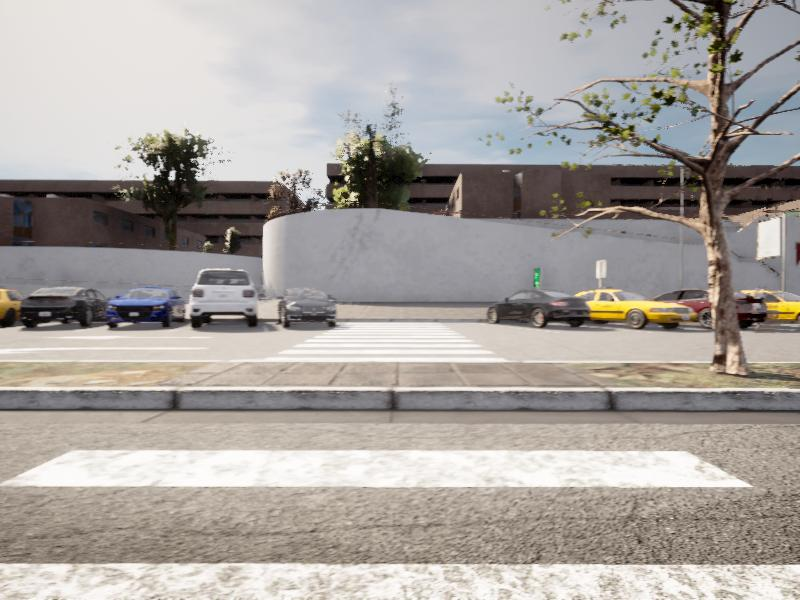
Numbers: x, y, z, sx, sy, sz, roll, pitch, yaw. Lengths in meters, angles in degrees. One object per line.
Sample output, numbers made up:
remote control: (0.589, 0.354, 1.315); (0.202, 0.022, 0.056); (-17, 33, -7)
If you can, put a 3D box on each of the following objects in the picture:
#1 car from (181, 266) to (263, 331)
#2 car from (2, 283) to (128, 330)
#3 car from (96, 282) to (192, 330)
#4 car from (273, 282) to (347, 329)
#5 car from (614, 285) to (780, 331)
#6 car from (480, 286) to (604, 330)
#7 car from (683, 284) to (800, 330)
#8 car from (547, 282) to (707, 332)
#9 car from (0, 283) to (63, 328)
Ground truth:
car: (-6.693, -0.022, 15.626); (2.435, 2.045, 5.566); (0, -1, -20)
car: (-12.643, 0.236, 15.595); (2.231, 1.521, 4.892); (0, -1, -20)
car: (-9.658, 0.231, 15.605); (2.097, 1.535, 5.008); (0, -1, -20)
car: (-3.692, 0.232, 15.603); (2.231, 1.521, 4.892); (1, -1, -20)
car: (11.202, 0.301, 15.606); (2.163, 1.488, 4.792); (0, -1, -20)
car: (5.249, 0.288, 15.581); (2.002, 1.452, 4.674); (0, -1, -20)
car: (14.263, 0.279, 15.403); (1.946, 1.575, 5.366); (1, -1, -20)
car: (8.297, 0.252, 15.409); (1.946, 1.575, 5.366); (1, -1, -20)
car: (-15.691, 0.240, 15.779); (1.946, 1.575, 5.366); (0, -1, -20)
